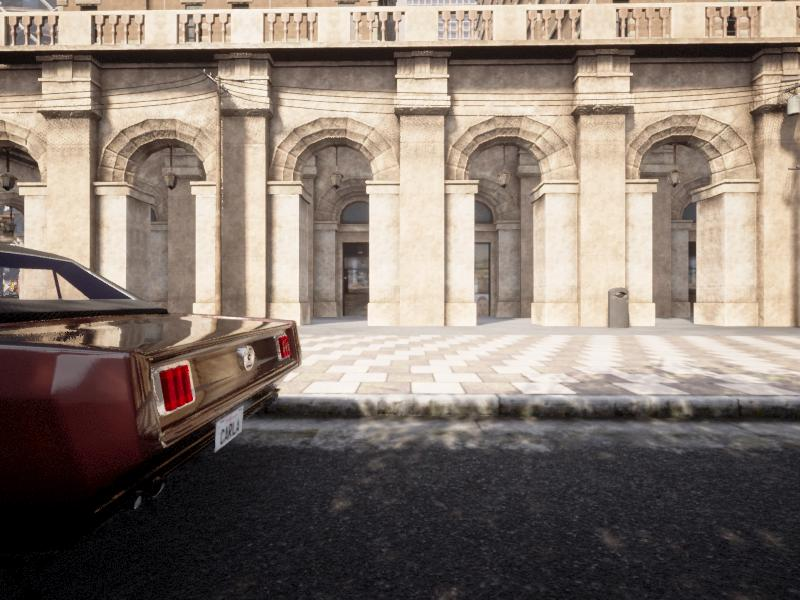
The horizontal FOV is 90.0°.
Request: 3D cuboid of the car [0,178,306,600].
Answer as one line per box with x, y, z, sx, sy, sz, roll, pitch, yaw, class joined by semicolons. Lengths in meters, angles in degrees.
-3.058;0.338;2.008;4.718;1.301;1.895;0;0;1;car
